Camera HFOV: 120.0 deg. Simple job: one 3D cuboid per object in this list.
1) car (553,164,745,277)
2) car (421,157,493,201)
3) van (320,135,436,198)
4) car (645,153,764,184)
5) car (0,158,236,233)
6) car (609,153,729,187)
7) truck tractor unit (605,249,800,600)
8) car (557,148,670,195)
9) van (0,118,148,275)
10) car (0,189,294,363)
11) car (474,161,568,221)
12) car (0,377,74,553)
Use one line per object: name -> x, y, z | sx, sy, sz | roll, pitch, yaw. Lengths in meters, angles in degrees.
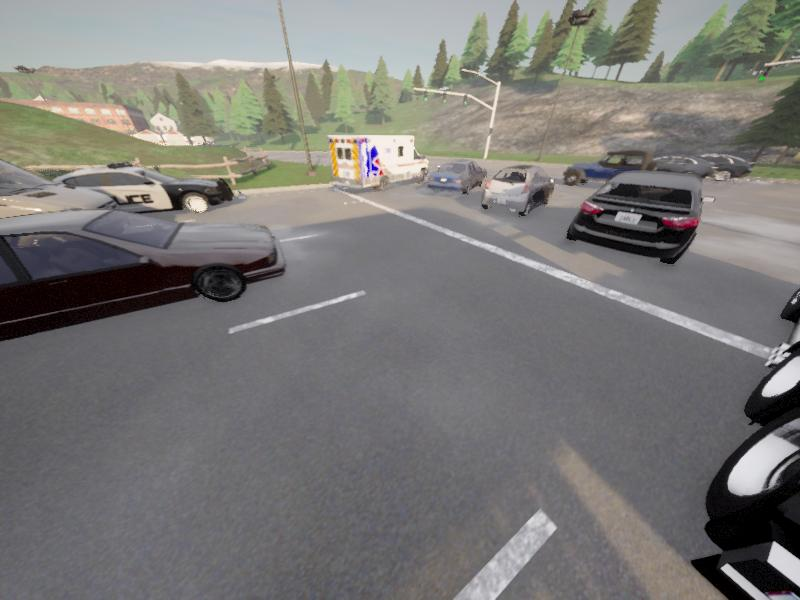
car -> 6.445, -2.464, 6.105 | 4.611, 1.667, 2.242 | -26, 42, -34
car -> 3.249, -6.746, 12.490 | 2.033, 1.411, 5.357 | 18, 39, 24
van -> -0.799, -7.675, 12.895 | 2.351, 2.431, 6.366 | 26, 42, 31
car -> 21.461, -9.566, 16.575 | 1.837, 1.490, 4.892 | -23, 41, -30
car -> -9.063, -3.853, 8.034 | 5.238, 1.638, 1.930 | -18, 39, -24
car -> 17.885, -8.963, 15.670 | 2.128, 1.511, 4.902 | -24, 41, -30
truck tractor unit -> 5.086, -0.324, 0.822 | 6.516, 4.208, 3.053 | -19, 39, -25
car -> 11.553, -7.256, 12.840 | 1.905, 1.878, 3.866 | -25, 42, -31
van -> -9.571, -1.750, 4.228 | 5.915, 2.561, 1.988 | -18, 39, -24
car -> -4.780, -0.525, 3.501 | 5.357, 1.411, 2.033 | -18, 39, -24
car -> 4.800, -4.448, 9.083 | 1.845, 1.501, 3.633 | 29, 44, 34
car -> -4.263, 1.553, 0.404 | 3.633, 1.501, 1.845 | -18, 39, -24
